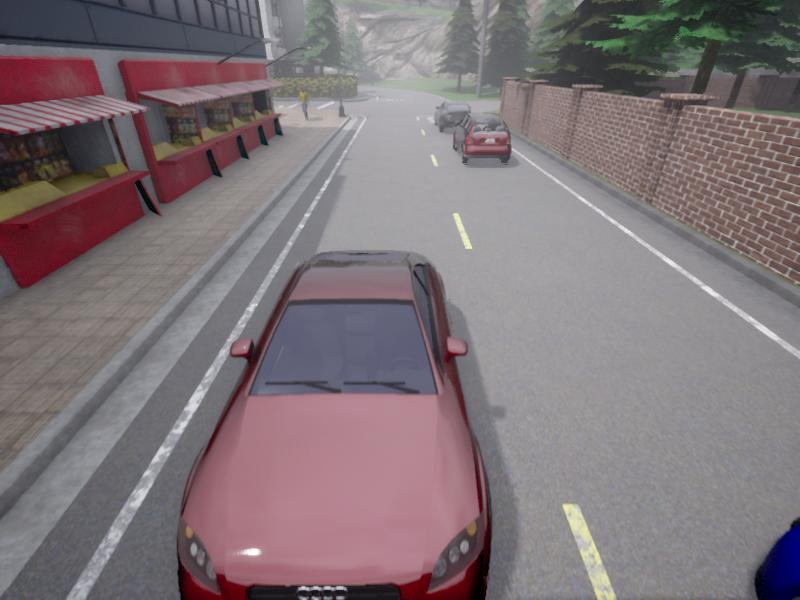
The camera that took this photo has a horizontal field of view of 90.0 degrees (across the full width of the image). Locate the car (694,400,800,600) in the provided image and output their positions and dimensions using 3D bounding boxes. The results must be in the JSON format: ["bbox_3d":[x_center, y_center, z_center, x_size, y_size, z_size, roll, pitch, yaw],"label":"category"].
[{"bbox_3d":[3.128,2.308,0.545,2.007,1.525,4.514,0,30,0],"label":"car"}]

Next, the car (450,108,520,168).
[{"bbox_3d":[3.025,-6.198,15.069,1.789,1.549,3.705,0,30,0],"label":"car"}]

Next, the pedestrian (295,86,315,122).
[{"bbox_3d":[-5.576,-11.538,23.516,0.751,1.860,0.751,3,30,5],"label":"pedestrian"}]

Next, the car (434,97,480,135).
[{"bbox_3d":[2.976,-10.154,21.945,1.812,1.442,4.674,0,30,0],"label":"car"}]

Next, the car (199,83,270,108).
[{"bbox_3d":[-13.208,-16.514,32.248,4.611,1.667,2.242,-1,30,-2],"label":"car"}]

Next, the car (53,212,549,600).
[{"bbox_3d":[-0.413,0.516,3.765,1.994,1.385,4.181,0,30,0],"label":"car"}]
